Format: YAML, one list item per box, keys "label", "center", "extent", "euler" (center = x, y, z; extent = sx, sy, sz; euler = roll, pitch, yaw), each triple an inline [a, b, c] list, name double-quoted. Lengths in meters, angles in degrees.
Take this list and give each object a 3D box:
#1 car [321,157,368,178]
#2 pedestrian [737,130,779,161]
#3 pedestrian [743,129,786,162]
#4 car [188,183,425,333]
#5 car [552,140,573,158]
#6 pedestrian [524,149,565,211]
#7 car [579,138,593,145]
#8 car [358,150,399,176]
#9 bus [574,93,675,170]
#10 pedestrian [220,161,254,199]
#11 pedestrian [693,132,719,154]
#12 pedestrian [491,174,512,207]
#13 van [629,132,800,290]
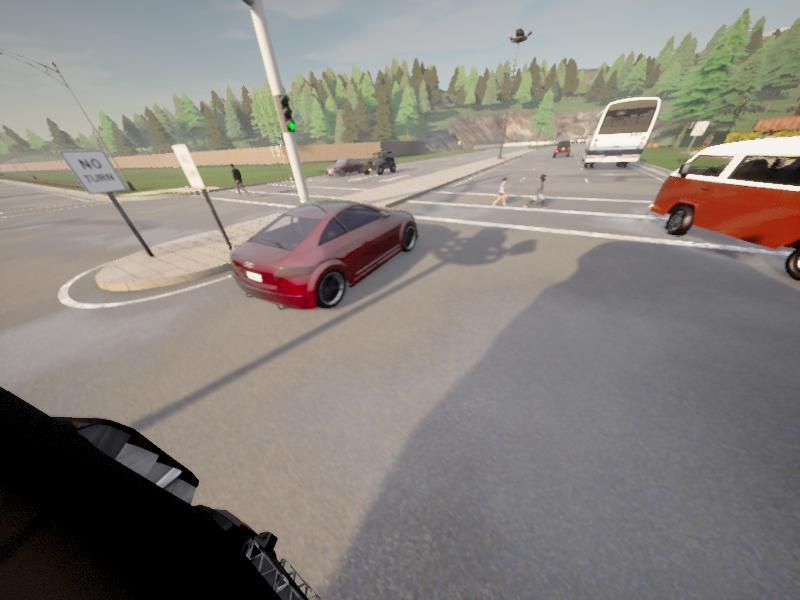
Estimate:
- label: "car"
  center: [-5.516, -13.583, 23.527]
  extent: [1.812, 1.442, 4.674]
  euler: [16, 38, 26]
- label: "pedestrian"
  center: [26.532, -11.469, 17.163]
  extent: [0.751, 1.860, 0.751]
  euler: [15, 38, 25]
- label: "pedestrian"
  center: [26.042, -11.039, 16.553]
  extent: [0.751, 1.860, 0.751]
  euler: [20, 40, 30]
- label: "car"
  center: [-1.238, -1.387, 4.897]
  extent: [1.994, 1.385, 4.181]
  euler: [15, 38, 25]
- label: "car"
  center: [22.911, -21.305, 32.547]
  extent: [1.905, 1.878, 3.866]
  euler: [16, 38, 26]
- label: "pedestrian"
  center: [5.063, -4.252, 8.240]
  extent: [0.751, 1.860, 0.751]
  euler: [12, 36, 21]
- label: "car"
  center: [65.422, -55.900, 81.361]
  extent: [1.932, 1.855, 4.605]
  euler: [7, 35, 15]
- label: "car"
  center: [-1.964, -13.428, 22.613]
  extent: [1.905, 1.878, 3.866]
  euler: [16, 38, 26]
- label: "bus"
  center: [18.367, -14.283, 20.188]
  extent: [3.944, 4.253, 10.273]
  euler: [17, 38, 27]
- label: "pedestrian"
  center: [-9.383, -6.913, 13.361]
  extent: [0.751, 1.860, 0.751]
  euler: [12, 36, 21]
- label: "pedestrian"
  center: [32.573, -16.720, 24.601]
  extent: [0.751, 1.860, 0.751]
  euler: [-11, 34, -12]
- label: "pedestrian"
  center: [3.955, -4.272, 9.038]
  extent: [0.500, 1.100, 0.500]
  euler: [14, 37, 23]
- label: "van"
  center: [7.570, -1.863, 4.326]
  extent: [2.069, 2.038, 4.480]
  euler: [-1, 34, 6]
